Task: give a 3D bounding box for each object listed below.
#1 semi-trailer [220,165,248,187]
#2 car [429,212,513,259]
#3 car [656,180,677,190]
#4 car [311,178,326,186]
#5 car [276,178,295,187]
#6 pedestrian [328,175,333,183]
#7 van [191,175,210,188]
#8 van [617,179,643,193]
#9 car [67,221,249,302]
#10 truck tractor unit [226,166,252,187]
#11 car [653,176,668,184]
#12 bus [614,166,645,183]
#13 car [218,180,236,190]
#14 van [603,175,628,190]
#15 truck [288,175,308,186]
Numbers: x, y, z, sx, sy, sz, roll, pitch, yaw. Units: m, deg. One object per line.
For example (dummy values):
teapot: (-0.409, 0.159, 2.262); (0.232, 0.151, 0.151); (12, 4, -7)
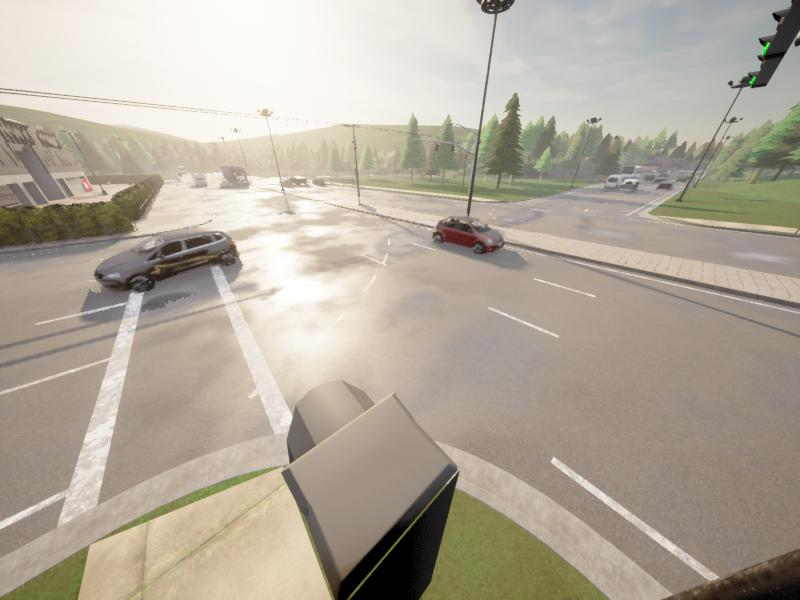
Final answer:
semi-trailer: (-42.527, -31.820, 58.803); (2.717, 4.402, 14.254); (-23, 37, -34)
car: (3.826, -3.813, 13.102); (1.851, 1.617, 3.988); (-25, 38, -36)
car: (55.840, -24.188, 48.359); (5.238, 1.638, 1.930); (-23, 37, -34)
car: (-19.898, -28.775, 56.338); (1.851, 1.617, 3.988); (-23, 37, -34)
car: (-26.825, -27.446, 54.020); (2.152, 1.651, 5.027); (-23, 37, -34)
pedestrian: (-18.755, -32.800, 62.704); (0.751, 1.860, 0.751); (22, 36, 33)
van: (-45.885, -27.384, 53.109); (2.351, 2.431, 6.366); (-23, 37, -34)
van: (42.055, -20.888, 42.232); (4.480, 2.038, 2.069); (-22, 37, -35)
car: (-9.605, -1.942, 9.797); (2.242, 1.667, 4.611); (16, 34, 25)
truck tractor unit: (-37.427, -28.708, 53.613); (3.053, 4.208, 6.516); (-22, 36, -33)
car: (73.230, -33.729, 64.885); (5.238, 1.638, 1.930); (-23, 37, -34)
bus: (68.240, -37.418, 68.656); (10.273, 4.253, 3.944); (-23, 37, -34)
car: (-36.146, -24.004, 48.156); (2.038, 1.542, 4.974); (-23, 37, -34)
van: (44.881, -24.576, 48.091); (5.915, 2.561, 1.988); (-23, 37, -34)
truck: (-25.184, -29.385, 56.904); (2.390, 2.098, 6.274); (-23, 37, -34)
